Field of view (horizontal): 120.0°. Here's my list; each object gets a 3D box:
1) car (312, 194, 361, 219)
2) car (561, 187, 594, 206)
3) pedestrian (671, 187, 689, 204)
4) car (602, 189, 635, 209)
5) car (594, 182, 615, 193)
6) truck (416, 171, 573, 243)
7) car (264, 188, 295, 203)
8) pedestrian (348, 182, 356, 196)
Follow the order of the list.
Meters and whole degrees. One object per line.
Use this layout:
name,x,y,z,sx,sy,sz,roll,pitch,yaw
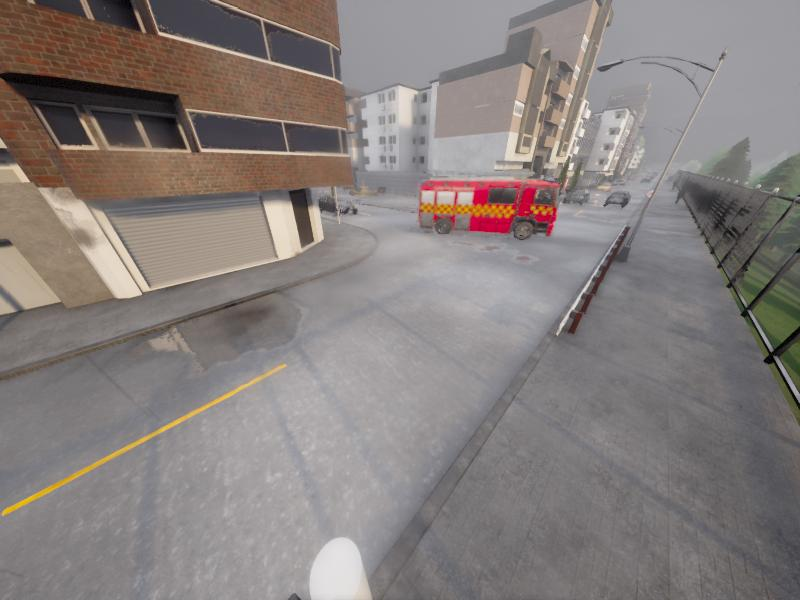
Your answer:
car,-6.325,-9.294,22.689,5.027,1.651,2.152,27,39,38
car,22.786,-13.386,29.605,4.553,1.767,2.097,-27,39,-38
pedestrian,34.319,-12.823,28.307,0.751,1.860,0.751,-25,38,-36
car,26.560,-12.379,28.030,4.856,1.649,2.033,-27,39,-37
car,37.874,-20.835,42.721,5.366,1.575,1.801,-27,39,-38
truck,5.602,-6.438,15.541,8.468,3.827,2.891,8,31,14
car,-16.479,-14.313,31.512,1.837,1.490,4.892,-27,39,-38
pedestrian,-7.482,-17.134,35.774,0.751,1.860,0.751,26,39,37
